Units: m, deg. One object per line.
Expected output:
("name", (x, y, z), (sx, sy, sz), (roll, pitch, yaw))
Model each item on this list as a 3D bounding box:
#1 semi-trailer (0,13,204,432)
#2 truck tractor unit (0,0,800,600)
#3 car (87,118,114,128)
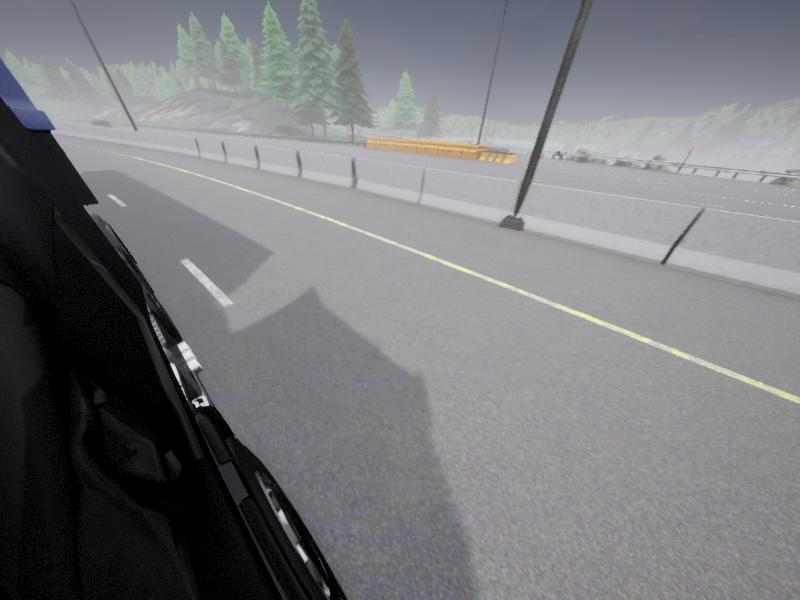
("semi-trailer", (-8.897, -3.451, 4.037), (14.254, 4.402, 2.717), (26, 42, 28))
("truck tractor unit", (-2.645, -0.295, 0.351), (6.516, 4.208, 3.053), (28, 44, 30))
("car", (-64.029, -37.834, 49.346), (5.008, 1.535, 1.882), (20, 40, 22))
